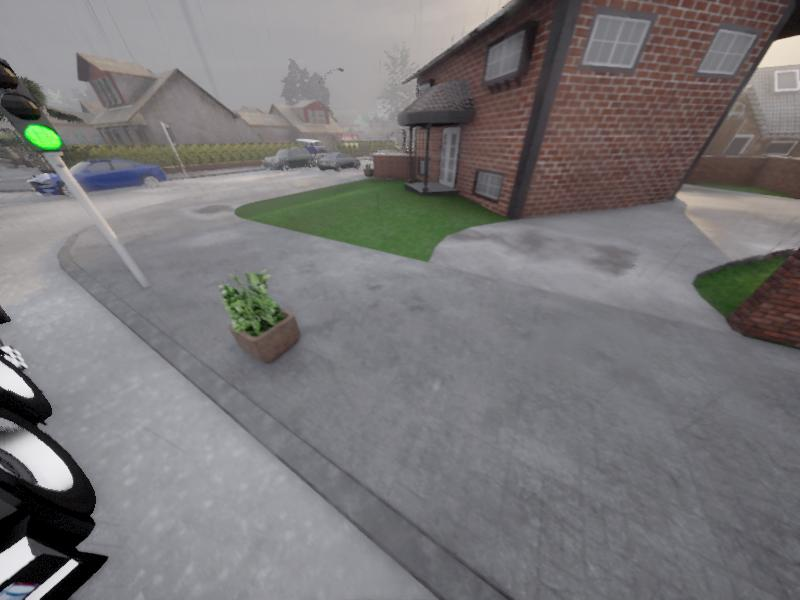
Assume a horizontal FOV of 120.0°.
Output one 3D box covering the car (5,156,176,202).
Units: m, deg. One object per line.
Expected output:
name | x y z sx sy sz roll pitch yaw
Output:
car | -15.702 -6.592 12.262 1.882 1.535 5.008 15 38 21

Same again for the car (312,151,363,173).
car | -5.424 -12.415 20.674 1.994 1.385 4.181 16 38 22

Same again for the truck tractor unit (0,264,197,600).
truck tractor unit | -5.116 -0.294 0.786 6.516 4.208 3.053 18 39 24

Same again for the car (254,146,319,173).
car | -9.955 -12.672 20.710 2.097 1.767 4.553 18 39 24

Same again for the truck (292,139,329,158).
truck | -12.639 -21.395 32.561 4.478 2.038 2.069 20 40 23
